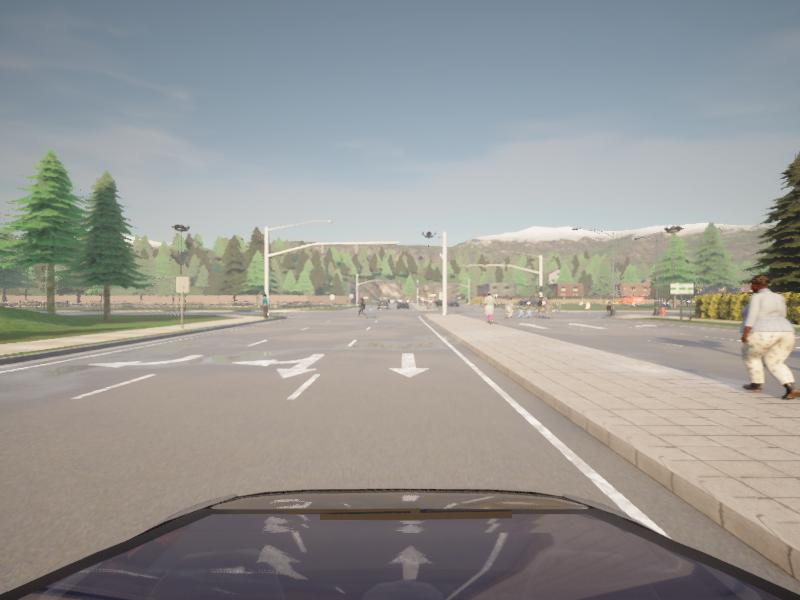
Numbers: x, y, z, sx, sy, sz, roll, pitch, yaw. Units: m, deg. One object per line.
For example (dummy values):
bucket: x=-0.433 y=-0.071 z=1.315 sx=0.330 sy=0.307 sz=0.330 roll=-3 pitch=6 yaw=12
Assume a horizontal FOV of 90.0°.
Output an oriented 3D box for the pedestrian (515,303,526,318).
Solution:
pedestrian: x=10.583 y=0.935 z=35.081 sx=0.751 sy=1.300 sz=0.751 roll=0 pitch=0 yaw=-3

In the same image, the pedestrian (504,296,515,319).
pedestrian: x=8.978 y=0.639 z=32.848 sx=0.751 sy=1.860 sz=0.751 roll=0 pitch=0 yaw=-1

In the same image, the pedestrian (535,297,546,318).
pedestrian: x=12.389 y=0.640 z=35.237 sx=0.751 sy=1.860 sz=0.751 roll=0 pitch=0 yaw=8

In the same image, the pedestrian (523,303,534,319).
pedestrian: x=10.909 y=0.919 z=33.996 sx=0.751 sy=1.300 sz=0.751 roll=0 pitch=0 yaw=5

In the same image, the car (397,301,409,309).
car: x=0.539 y=0.911 z=69.812 sx=1.994 sy=1.385 sz=4.181 roll=0 pitch=0 yaw=1

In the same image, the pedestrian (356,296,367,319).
pedestrian: x=-3.187 y=0.639 z=33.469 sx=0.751 sy=1.860 sz=0.751 roll=0 pitch=0 yaw=-21

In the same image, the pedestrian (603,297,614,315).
pedestrian: x=21.867 y=0.639 z=41.891 sx=0.751 sy=1.860 sz=0.751 roll=0 pitch=0 yaw=1

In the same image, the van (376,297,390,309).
van: x=-2.952 y=0.575 z=70.422 sx=2.069 sy=2.038 sz=4.480 roll=0 pitch=0 yaw=1

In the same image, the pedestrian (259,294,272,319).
pedestrian: x=-10.117 y=0.475 z=30.112 sx=0.751 sy=1.860 sz=0.751 roll=0 pitch=0 yaw=5

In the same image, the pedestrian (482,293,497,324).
pedestrian: x=5.377 y=0.486 z=24.064 sx=0.751 sy=1.860 sz=0.751 roll=0 pitch=0 yaw=3

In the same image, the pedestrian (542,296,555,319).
pedestrian: x=12.115 y=0.639 z=32.615 sx=0.751 sy=1.860 sz=0.751 roll=0 pitch=0 yaw=0

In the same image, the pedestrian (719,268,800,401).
pedestrian: x=5.448 y=0.485 z=5.984 sx=0.751 sy=1.860 sz=0.751 roll=0 pitch=0 yaw=-4
